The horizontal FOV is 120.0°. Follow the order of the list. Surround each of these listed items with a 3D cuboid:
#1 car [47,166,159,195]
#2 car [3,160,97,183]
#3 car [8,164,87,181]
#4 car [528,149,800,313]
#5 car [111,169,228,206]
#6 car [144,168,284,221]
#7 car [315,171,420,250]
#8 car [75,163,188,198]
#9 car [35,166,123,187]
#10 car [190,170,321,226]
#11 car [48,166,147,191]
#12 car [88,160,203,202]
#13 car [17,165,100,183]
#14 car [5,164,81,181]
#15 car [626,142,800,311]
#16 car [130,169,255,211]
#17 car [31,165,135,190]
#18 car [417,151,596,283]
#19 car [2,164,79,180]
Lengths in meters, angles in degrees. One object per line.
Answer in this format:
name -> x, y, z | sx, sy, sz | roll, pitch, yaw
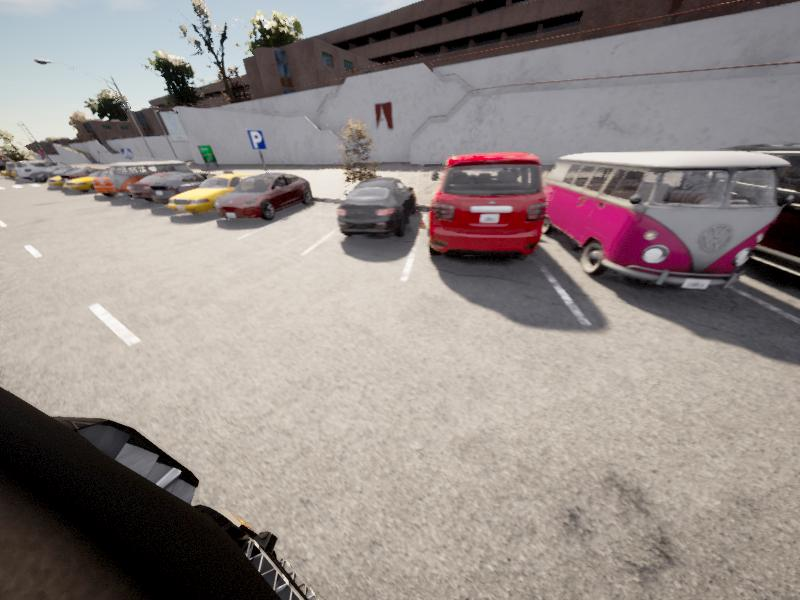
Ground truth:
car -> -23.870, -10.001, 19.033 | 1.946, 1.575, 5.366 | 5, 34, 9
car -> -41.916, -15.716, 28.032 | 2.435, 2.045, 5.566 | 4, 33, 9
car -> -44.487, -16.252, 29.431 | 2.097, 1.535, 5.008 | 5, 33, 9
car -> 4.552, -1.900, 4.785 | 1.878, 1.987, 4.442 | 4, 33, 9
car -> -13.509, -6.985, 14.084 | 2.002, 1.452, 4.674 | 4, 33, 9
car -> -8.365, -5.405, 11.332 | 1.946, 1.575, 5.366 | 4, 33, 9
car -> -0.591, -3.221, 7.623 | 2.002, 1.452, 4.674 | 4, 33, 9
car -> -18.684, -8.643, 16.538 | 2.185, 1.767, 4.553 | 4, 33, 9
car -> -31.588, -12.385, 23.038 | 2.002, 1.452, 4.674 | 4, 33, 9
car -> -5.758, -4.708, 10.187 | 2.163, 1.488, 4.792 | 4, 33, 9
car -> -26.420, -10.865, 20.505 | 2.163, 1.488, 4.792 | 4, 33, 9
car -> -16.105, -7.908, 15.127 | 1.878, 1.987, 4.442 | 5, 33, 9
car -> -39.321, -14.726, 26.866 | 2.231, 1.521, 4.892 | 5, 33, 9
car -> -47.077, -17.006, 30.710 | 2.231, 1.521, 4.892 | 4, 33, 9
car -> 7.148, -1.231, 3.543 | 2.435, 2.045, 5.566 | 4, 33, 9
car -> -10.921, -6.249, 12.820 | 2.163, 1.488, 4.792 | 4, 33, 9
car -> -29.034, -11.551, 21.586 | 1.946, 1.575, 5.366 | 5, 33, 9
car -> 1.986, -2.740, 6.194 | 2.435, 2.045, 5.566 | 4, 33, 9
car -> -49.624, -17.872, 32.152 | 1.946, 1.575, 5.366 | 4, 33, 9
